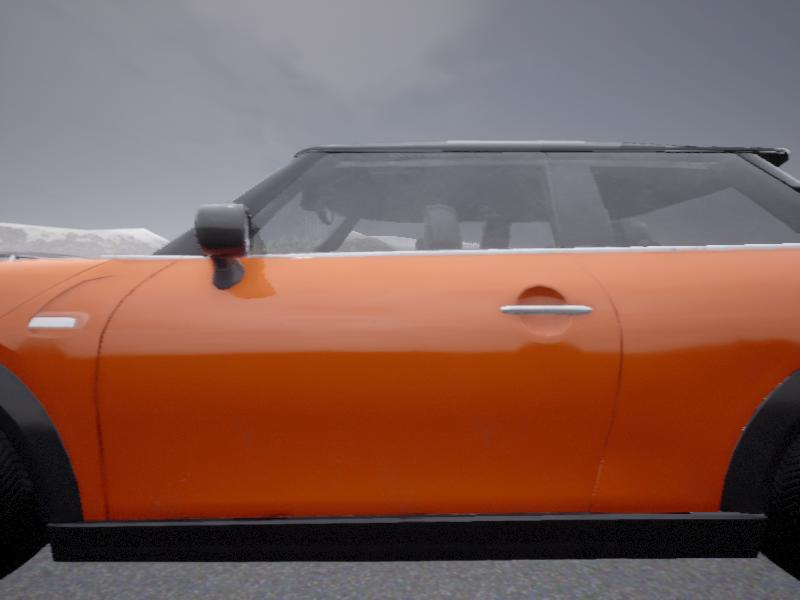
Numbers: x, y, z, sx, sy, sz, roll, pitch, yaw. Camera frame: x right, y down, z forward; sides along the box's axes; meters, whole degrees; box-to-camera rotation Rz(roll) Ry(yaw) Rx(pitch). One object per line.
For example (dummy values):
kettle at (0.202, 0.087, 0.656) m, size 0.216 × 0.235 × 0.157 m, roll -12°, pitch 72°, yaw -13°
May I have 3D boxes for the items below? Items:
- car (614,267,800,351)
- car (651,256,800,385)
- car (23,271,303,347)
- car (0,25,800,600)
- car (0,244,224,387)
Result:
car at (7.852, 0.163, 9.204) m, size 4.611 × 1.667 × 2.242 m, roll -1°, pitch 0°, yaw 0°
car at (6.681, 0.235, 5.703) m, size 5.008 × 1.535 × 1.882 m, roll 0°, pitch 0°, yaw 0°
car at (-5.141, 0.192, 9.199) m, size 5.366 × 1.575 × 1.801 m, roll 0°, pitch 0°, yaw 0°
car at (-0.101, 0.094, 2.201) m, size 4.553 × 1.767 × 2.097 m, roll 0°, pitch 0°, yaw 0°
car at (-5.494, 0.171, 5.697) m, size 5.027 × 1.651 × 2.152 m, roll 0°, pitch 0°, yaw 0°
